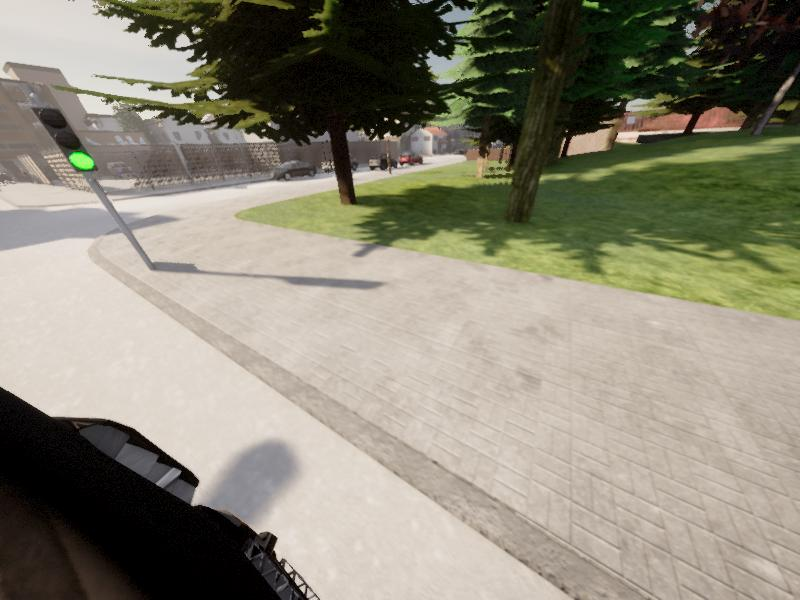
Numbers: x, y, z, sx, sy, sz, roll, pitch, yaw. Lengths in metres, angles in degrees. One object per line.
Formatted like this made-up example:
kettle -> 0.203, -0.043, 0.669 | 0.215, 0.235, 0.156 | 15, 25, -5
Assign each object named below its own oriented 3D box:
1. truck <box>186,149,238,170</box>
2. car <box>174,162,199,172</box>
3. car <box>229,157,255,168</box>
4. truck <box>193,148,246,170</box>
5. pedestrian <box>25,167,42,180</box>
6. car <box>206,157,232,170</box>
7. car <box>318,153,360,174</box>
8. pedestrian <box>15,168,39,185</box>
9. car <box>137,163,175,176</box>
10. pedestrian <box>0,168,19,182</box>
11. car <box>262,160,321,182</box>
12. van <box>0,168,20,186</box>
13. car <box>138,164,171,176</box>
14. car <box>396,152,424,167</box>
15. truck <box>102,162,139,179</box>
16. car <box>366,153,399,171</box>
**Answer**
truck -> -44.582, -33.674, 55.198 | 2.891, 3.827, 8.468 | 17, 38, 27
car -> -38.321, -23.869, 41.466 | 3.633, 1.501, 1.845 | 17, 38, 27
car -> -32.467, -28.244, 47.510 | 4.611, 1.667, 2.242 | 17, 38, 27
truck -> -41.265, -32.539, 53.232 | 2.891, 3.827, 8.468 | 17, 38, 27
pedestrian -> -61.621, -21.230, 38.843 | 0.751, 1.860, 0.751 | 22, 41, 32
car -> -34.898, -26.288, 44.551 | 3.866, 1.878, 1.905 | 17, 38, 27
car -> -6.978, -16.071, 27.094 | 1.932, 1.855, 4.605 | 16, 38, 27
pedestrian -> -47.818, -15.822, 29.632 | 0.751, 1.860, 0.751 | 18, 39, 29
car -> -40.124, -21.546, 38.076 | 1.789, 1.547, 3.705 | 17, 38, 27
pedestrian -> -64.144, -20.454, 37.865 | 0.751, 1.860, 0.751 | 6, 35, 14
car -> -10.429, -12.685, 22.590 | 1.837, 1.490, 4.892 | 16, 38, 26
van -> -56.228, -16.497, 31.365 | 2.069, 2.038, 4.480 | -16, 35, -13
car -> -40.375, -21.415, 38.027 | 5.357, 1.415, 2.033 | 17, 38, 27
car -> 1.526, -19.598, 32.091 | 2.007, 1.525, 4.514 | 15, 38, 26
truck -> -42.568, -19.772, 35.147 | 4.478, 2.038, 2.069 | 17, 38, 27
car -> -1.943, -16.473, 27.561 | 1.851, 1.617, 3.988 | 17, 38, 27
